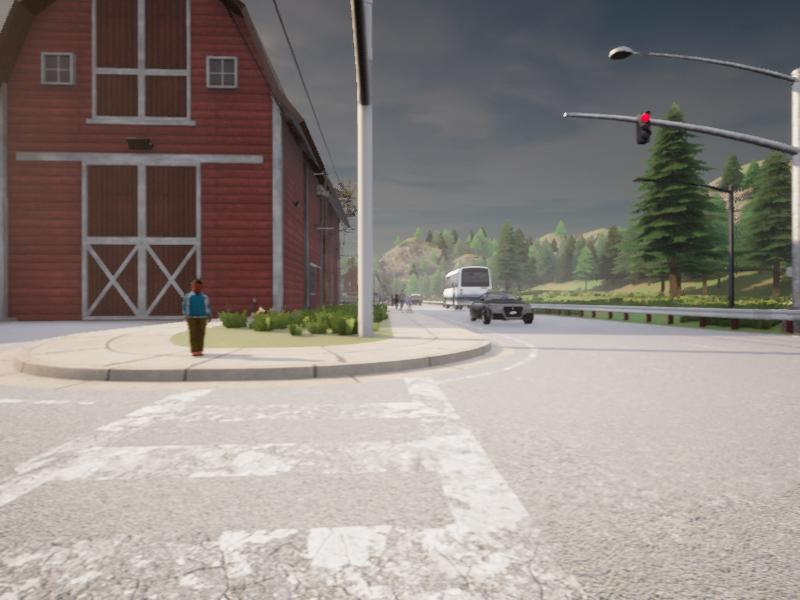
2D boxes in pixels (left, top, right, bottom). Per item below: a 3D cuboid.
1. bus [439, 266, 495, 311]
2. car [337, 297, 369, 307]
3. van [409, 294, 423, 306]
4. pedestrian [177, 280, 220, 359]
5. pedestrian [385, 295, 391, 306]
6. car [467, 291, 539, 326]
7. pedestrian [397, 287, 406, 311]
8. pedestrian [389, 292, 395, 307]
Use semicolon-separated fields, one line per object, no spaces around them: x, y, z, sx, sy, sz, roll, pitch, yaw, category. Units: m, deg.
6.917;-1.111;43.273;3.944;4.253;10.273;0;0;-2;bus
-7.173;0.315;61.388;4.792;1.488;2.163;0;0;-3;car
2.682;0.010;67.160;2.069;2.038;4.480;0;0;-2;van
-3.001;0.272;5.944;0.500;1.100;0.500;0;0;-36;pedestrian
-2.050;0.087;68.398;0.751;1.860;0.751;0;0;27;pedestrian
4.448;0.327;17.969;1.994;1.385;4.181;0;0;-2;car
0.128;-0.080;32.524;0.751;1.860;0.751;0;0;3;pedestrian
-0.964;-0.071;50.098;0.751;1.860;0.751;0;0;-2;pedestrian
